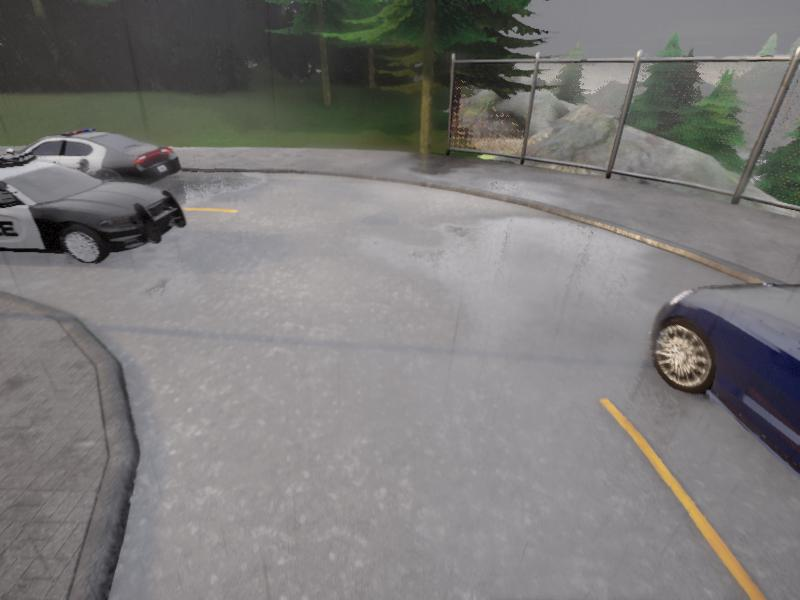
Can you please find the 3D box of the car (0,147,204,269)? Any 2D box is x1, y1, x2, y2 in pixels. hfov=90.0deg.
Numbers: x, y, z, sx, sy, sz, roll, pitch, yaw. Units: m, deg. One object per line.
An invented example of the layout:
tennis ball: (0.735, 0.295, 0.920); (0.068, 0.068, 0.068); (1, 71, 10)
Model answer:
car: (-6.888, -1.833, 7.514); (5.238, 1.638, 1.930); (2, 30, 4)

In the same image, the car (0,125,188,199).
car: (-9.061, -3.908, 11.171); (4.974, 1.542, 2.038); (2, 30, 3)

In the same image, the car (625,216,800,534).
car: (4.102, 1.085, 2.547); (2.152, 1.651, 5.027); (-2, 30, -4)
